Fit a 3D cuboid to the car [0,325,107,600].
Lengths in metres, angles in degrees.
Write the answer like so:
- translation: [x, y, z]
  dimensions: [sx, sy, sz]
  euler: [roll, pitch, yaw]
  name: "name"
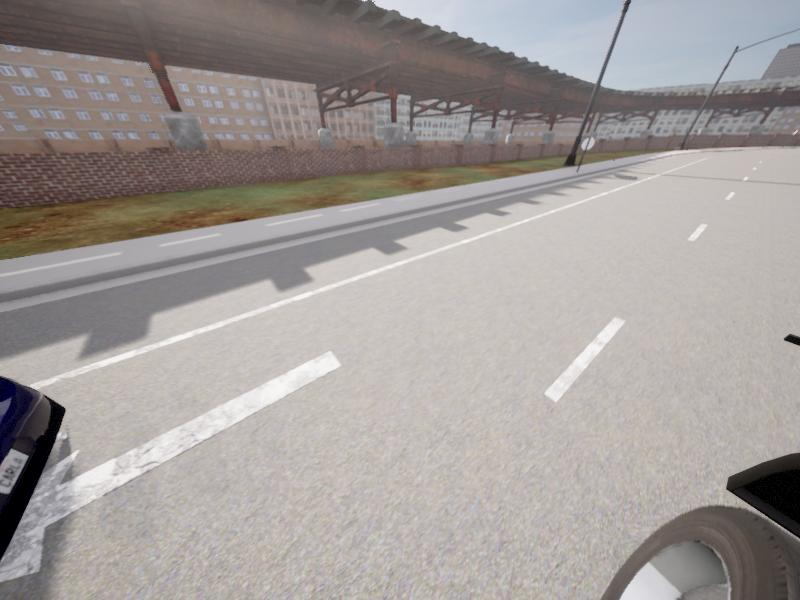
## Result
- translation: [-3.951, 1.533, 0.470]
  dimensions: [3.633, 1.501, 1.845]
  euler: [-23, 41, -29]
  name: "car"
